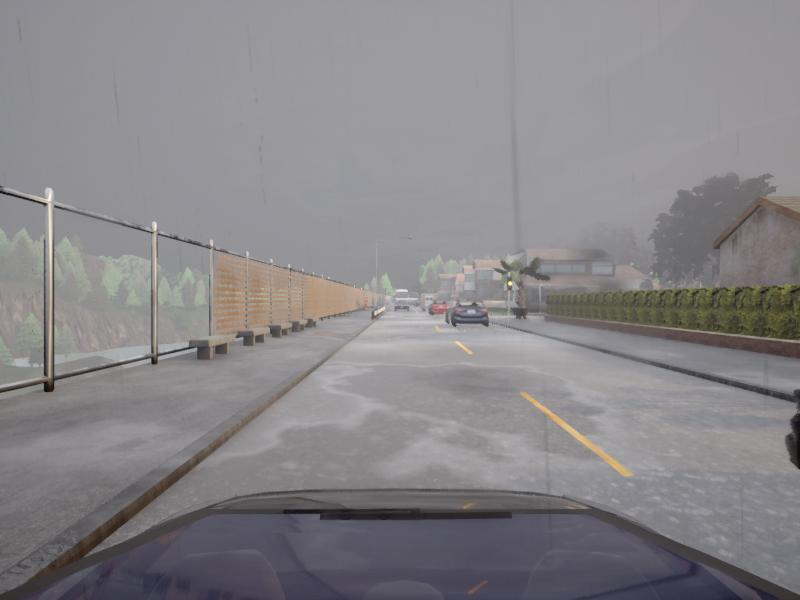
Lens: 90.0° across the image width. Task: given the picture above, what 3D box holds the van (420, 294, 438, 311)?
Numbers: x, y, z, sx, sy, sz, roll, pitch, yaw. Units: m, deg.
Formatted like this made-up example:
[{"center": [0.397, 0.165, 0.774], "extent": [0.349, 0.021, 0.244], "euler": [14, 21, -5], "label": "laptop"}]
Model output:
[{"center": [4.317, 0.378, 61.102], "extent": [2.351, 2.431, 6.366], "euler": [0, 0, 0], "label": "van"}]

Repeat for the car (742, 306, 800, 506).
[{"center": [4.011, 0.823, 1.099], "extent": [1.882, 1.535, 5.008], "euler": [0, 0, 0], "label": "car"}]

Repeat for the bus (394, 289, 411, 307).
[{"center": [0.643, -0.539, 101.954], "extent": [3.944, 4.253, 10.273], "euler": [0, 0, 0], "label": "bus"}]

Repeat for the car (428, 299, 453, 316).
[{"center": [4.221, 0.755, 42.767], "extent": [2.242, 1.667, 4.611], "euler": [0, 0, 0], "label": "car"}]

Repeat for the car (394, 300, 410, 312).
[{"center": [0.314, 0.781, 57.989], "extent": [2.152, 1.651, 5.027], "euler": [0, 0, 2], "label": "car"}]

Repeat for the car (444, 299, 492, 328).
[{"center": [4.131, 0.756, 25.170], "extent": [2.242, 1.667, 4.611], "euler": [0, 0, 0], "label": "car"}]
